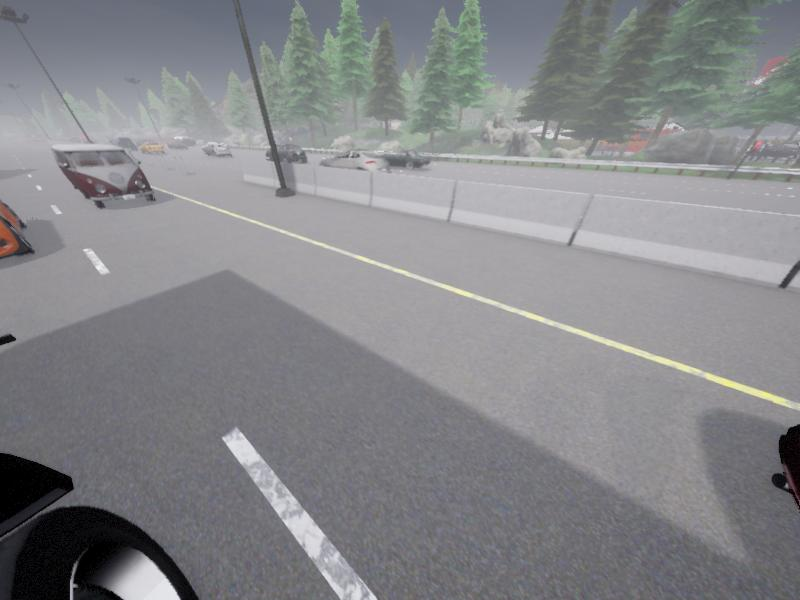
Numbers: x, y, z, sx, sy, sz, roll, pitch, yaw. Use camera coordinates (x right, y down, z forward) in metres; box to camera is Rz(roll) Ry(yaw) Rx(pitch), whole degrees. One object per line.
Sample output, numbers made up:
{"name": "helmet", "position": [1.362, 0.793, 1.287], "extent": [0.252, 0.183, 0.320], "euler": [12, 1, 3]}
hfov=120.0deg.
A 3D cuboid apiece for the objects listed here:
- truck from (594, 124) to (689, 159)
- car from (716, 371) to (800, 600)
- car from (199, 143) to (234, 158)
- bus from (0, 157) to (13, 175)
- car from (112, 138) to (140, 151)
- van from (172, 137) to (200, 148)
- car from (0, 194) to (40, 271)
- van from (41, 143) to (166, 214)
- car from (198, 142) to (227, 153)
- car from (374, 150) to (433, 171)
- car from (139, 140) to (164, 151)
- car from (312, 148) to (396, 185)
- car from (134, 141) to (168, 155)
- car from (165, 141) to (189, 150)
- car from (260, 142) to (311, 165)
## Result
{"name": "truck", "position": [34.173, -22.962, 33.469], "extent": [8.468, 3.827, 2.891], "euler": [23, 41, 28]}
{"name": "car", "position": [4.193, 1.812, 0.190], "extent": [4.181, 1.385, 1.994], "euler": [22, 41, 28]}
{"name": "car", "position": [-24.163, -19.771, 30.431], "extent": [3.806, 1.475, 1.970], "euler": [22, 41, 28]}
{"name": "bus", "position": [-26.688, -8.181, 11.565], "extent": [3.944, 4.253, 10.273], "euler": [-26, 43, -32]}
{"name": "car", "position": [-48.248, -27.373, 40.626], "extent": [3.866, 1.878, 1.905], "euler": [22, 41, 28]}
{"name": "van", "position": [-50.627, -37.418, 54.713], "extent": [2.069, 2.038, 4.480], "euler": [1, 35, 2]}
{"name": "car", "position": [-10.215, -1.819, 4.833], "extent": [4.553, 1.767, 2.097], "euler": [22, 41, 28]}
{"name": "van", "position": [-11.669, -4.964, 9.113], "extent": [4.442, 1.987, 1.775], "euler": [22, 41, 28]}
{"name": "car", "position": [-30.497, -24.830, 37.574], "extent": [4.674, 1.442, 1.812], "euler": [23, 41, 28]}
{"name": "car", "position": [0.233, -12.130, 19.986], "extent": [4.718, 1.301, 1.895], "euler": [22, 41, 28]}
{"name": "car", "position": [-46.403, -28.962, 43.156], "extent": [3.988, 1.617, 1.851], "euler": [22, 41, 28]}
{"name": "car", "position": [-2.956, -8.638, 14.722], "extent": [5.027, 1.651, 2.152], "euler": [22, 41, 28]}
{"name": "car", "position": [-36.944, -22.603, 34.234], "extent": [5.366, 1.575, 1.801], "euler": [22, 41, 28]}
{"name": "car", "position": [-43.694, -30.197, 45.185], "extent": [4.718, 1.301, 1.895], "euler": [22, 41, 28]}
{"name": "car", "position": [-11.425, -14.662, 23.032], "extent": [4.553, 1.767, 2.097], "euler": [22, 41, 28]}
